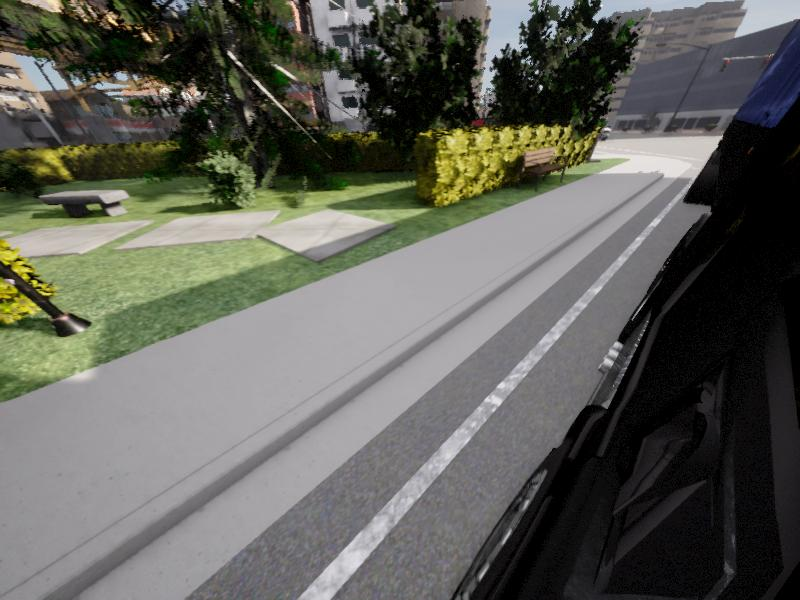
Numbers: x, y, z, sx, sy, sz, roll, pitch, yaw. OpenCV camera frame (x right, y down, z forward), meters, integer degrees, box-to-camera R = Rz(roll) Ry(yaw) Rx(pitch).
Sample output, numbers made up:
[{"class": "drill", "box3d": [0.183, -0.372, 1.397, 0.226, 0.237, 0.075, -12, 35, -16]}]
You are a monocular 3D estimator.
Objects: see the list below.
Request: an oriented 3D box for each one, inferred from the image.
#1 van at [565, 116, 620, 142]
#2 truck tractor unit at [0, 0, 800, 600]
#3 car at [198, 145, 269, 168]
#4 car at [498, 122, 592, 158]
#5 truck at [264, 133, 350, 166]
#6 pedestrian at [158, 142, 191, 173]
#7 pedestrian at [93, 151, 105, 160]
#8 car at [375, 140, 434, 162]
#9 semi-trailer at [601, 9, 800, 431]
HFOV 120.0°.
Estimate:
[{"class": "van", "box3d": [24.851, -22.345, 30.319, 2.351, 2.431, 6.366, 1, 36, 6]}, {"class": "truck tractor unit", "box3d": [2.645, -0.295, 0.351, 6.516, 4.208, 3.053, -28, 44, -30]}, {"class": "car", "box3d": [-15.097, -13.180, 21.201, 4.792, 1.488, 2.163, 2, 37, 6]}, {"class": "car", "box3d": [11.140, -12.660, 18.302, 5.566, 2.045, 2.150, 1, 37, 6]}, {"class": "truck", "box3d": [-7.971, -13.236, 20.289, 6.274, 2.098, 2.390, 2, 37, 6]}, {"class": "pedestrian", "box3d": [-16.833, -10.654, 17.303, 0.751, 1.860, 0.751, 3, 37, 7]}, {"class": "pedestrian", "box3d": [-45.618, -21.921, 35.028, 0.500, 1.100, 0.500, 0, 37, 4]}, {"class": "car", "box3d": [0.458, -12.660, 19.633, 4.718, 1.301, 1.895, 2, 37, 6]}, {"class": "semi-trailer", "box3d": [8.545, -3.696, 4.384, 14.254, 4.402, 2.717, -30, 44, -31]}]
